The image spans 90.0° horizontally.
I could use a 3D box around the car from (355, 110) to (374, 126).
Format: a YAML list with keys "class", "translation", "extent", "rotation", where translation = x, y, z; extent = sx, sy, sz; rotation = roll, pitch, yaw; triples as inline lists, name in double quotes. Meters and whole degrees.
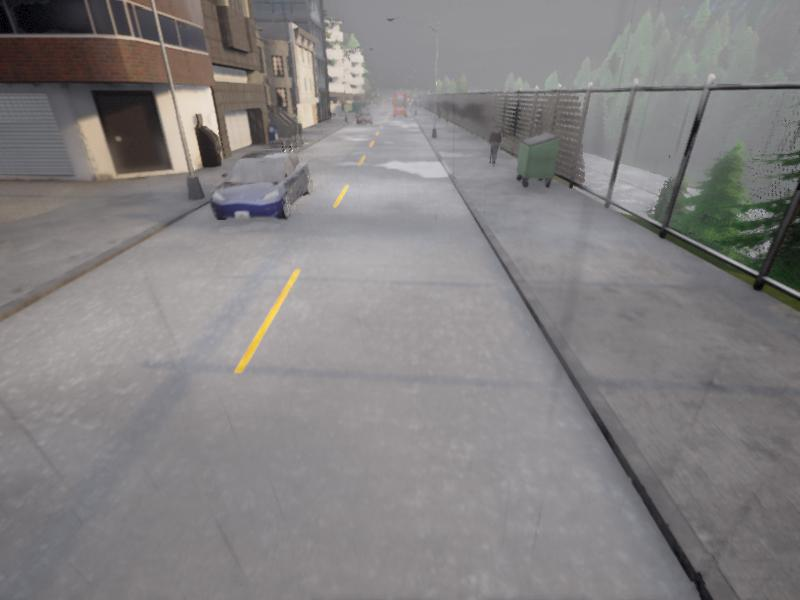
- class: "car"
  translation: [-3.980, -20.633, 45.380]
  extent: [1.816, 1.474, 4.193]
  rotation: [0, 27, 0]

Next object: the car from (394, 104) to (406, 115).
- class: "car"
  translation: [0.028, -35.977, 75.513]
  extent: [2.152, 1.651, 5.027]
  rotation: [0, 27, 0]

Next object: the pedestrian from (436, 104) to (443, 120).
- class: "pedestrian"
  translation: [5.136, -24.377, 51.975]
  extent: [0.751, 1.860, 0.751]
  rotation: [1, 27, 2]

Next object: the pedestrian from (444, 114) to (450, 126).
- class: "pedestrian"
  translation: [5.117, -19.458, 43.195]
  extent: [0.500, 1.100, 0.500]
  rotation: [-2, 27, -3]

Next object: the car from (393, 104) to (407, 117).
- class: "car"
  translation: [0.025, -30.381, 64.082]
  extent: [2.097, 1.767, 4.553]
  rotation: [0, 27, 0]

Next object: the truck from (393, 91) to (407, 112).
- class: "truck"
  translation: [0.037, -43.081, 86.663]
  extent: [2.891, 3.827, 8.468]
  rotation: [0, 27, 0]

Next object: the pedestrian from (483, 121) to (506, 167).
- class: "pedestrian"
  translation: [4.264, -7.076, 18.160]
  extent: [0.751, 1.860, 0.751]
  rotation: [2, 27, 4]

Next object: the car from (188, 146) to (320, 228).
- class: "car"
  translation: [-3.993, -3.591, 12.064]
  extent: [2.163, 1.488, 4.792]
  rotation: [0, 27, 0]
